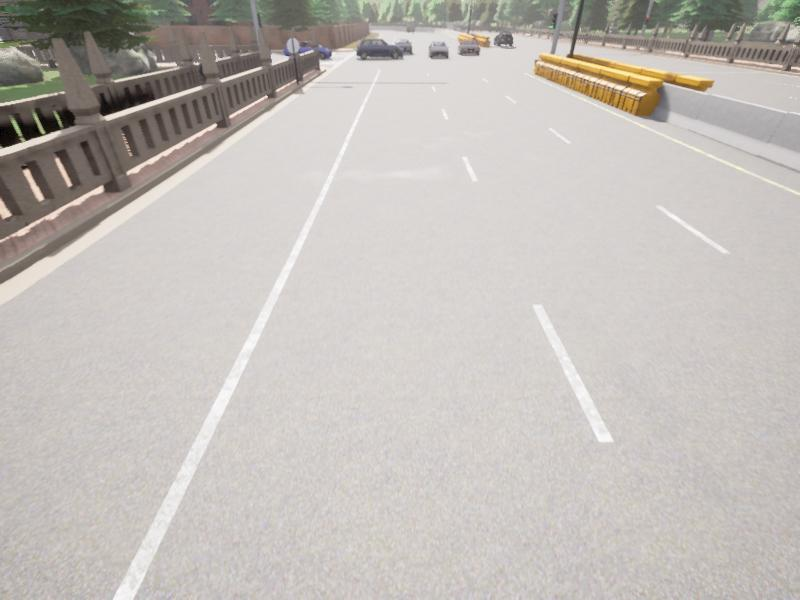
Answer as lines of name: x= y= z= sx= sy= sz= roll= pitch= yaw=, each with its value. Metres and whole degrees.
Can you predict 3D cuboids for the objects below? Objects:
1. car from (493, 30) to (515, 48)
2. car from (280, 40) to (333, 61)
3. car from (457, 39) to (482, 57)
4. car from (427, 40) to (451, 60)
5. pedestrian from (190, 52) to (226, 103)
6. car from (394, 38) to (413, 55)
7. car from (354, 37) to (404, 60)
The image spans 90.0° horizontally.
car: x=14.525 y=-36.681 z=56.154 sx=1.932 sy=1.855 sz=4.605 roll=0 pitch=36 yaw=0
car: x=-8.784 y=-23.750 z=38.041 sx=4.514 sy=1.525 sz=2.007 roll=-1 pitch=35 yaw=-1
car: x=7.342 y=-26.939 z=42.718 sx=1.994 sy=1.385 sz=4.181 roll=0 pitch=35 yaw=0
car: x=3.819 y=-25.053 z=40.010 sx=2.033 sy=1.411 sz=5.357 roll=0 pitch=35 yaw=0
pedestrian: x=-8.262 y=-9.595 z=17.279 sx=0.751 sy=1.860 sz=0.751 roll=1 pitch=35 yaw=2
car: x=0.362 y=-28.146 z=44.439 sx=1.994 sy=1.385 sz=4.181 roll=0 pitch=35 yaw=1
car: x=-1.993 y=-24.325 z=38.626 sx=4.553 sy=1.767 sz=2.097 roll=-5 pitch=35 yaw=-7
